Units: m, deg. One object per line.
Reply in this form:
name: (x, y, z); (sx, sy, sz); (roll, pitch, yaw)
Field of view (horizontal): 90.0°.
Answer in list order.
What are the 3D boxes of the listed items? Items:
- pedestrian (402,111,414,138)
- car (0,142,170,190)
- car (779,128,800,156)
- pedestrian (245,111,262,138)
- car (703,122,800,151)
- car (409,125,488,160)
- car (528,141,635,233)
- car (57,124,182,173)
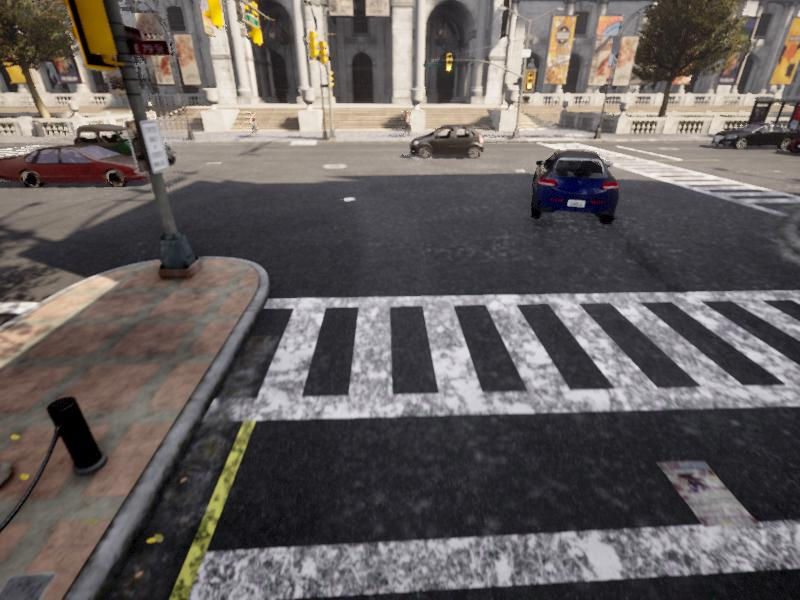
pedestrian: (0.634, -13.584, 30.884); (0.751, 1.860, 0.751); (-5, 27, -10)
car: (-12.119, -5.134, 15.204); (5.357, 1.411, 2.033); (-1, 27, -2)
car: (24.789, -8.976, 22.813); (4.181, 1.385, 1.994); (-1, 27, -3)
pedestrian: (-11.118, -13.370, 30.448); (0.751, 1.860, 0.751); (-1, 27, -2)
car: (22.928, -10.593, 25.820); (4.902, 1.511, 2.128); (-1, 27, -2)
car: (2.539, -8.678, 21.936); (3.988, 1.617, 1.851); (-1, 27, -2)
car: (5.171, -3.634, 12.037); (2.152, 1.651, 5.027); (8, 28, 16)
car: (-12.541, -6.940, 18.197); (3.866, 1.878, 1.905); (-1, 27, -2)
